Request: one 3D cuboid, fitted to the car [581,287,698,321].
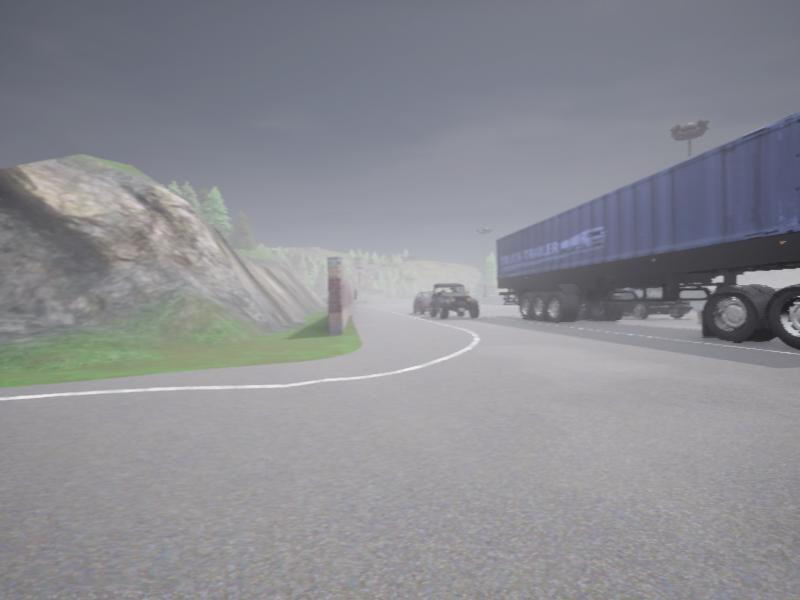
[{"bbox_3d":[10.339,0.153,17.794,1.895,1.301,4.718,-1,0,-8],"label":"car"}]

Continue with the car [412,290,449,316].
[{"bbox_3d":[1.989,0.190,27.177,1.789,1.549,3.705,-1,0,-8],"label":"car"}]

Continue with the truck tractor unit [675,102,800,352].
[{"bbox_3d":[8.369,-1.254,6.229,3.053,4.208,6.516,-1,0,-8],"label":"truck tractor unit"}]

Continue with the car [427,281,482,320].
[{"bbox_3d":[2.787,0.013,21.336,1.905,1.878,3.866,-1,0,-8],"label":"car"}]

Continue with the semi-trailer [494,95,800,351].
[{"bbox_3d":[7.275,-1.337,14.069,2.717,4.402,14.254,-1,0,-8],"label":"semi-trailer"}]
